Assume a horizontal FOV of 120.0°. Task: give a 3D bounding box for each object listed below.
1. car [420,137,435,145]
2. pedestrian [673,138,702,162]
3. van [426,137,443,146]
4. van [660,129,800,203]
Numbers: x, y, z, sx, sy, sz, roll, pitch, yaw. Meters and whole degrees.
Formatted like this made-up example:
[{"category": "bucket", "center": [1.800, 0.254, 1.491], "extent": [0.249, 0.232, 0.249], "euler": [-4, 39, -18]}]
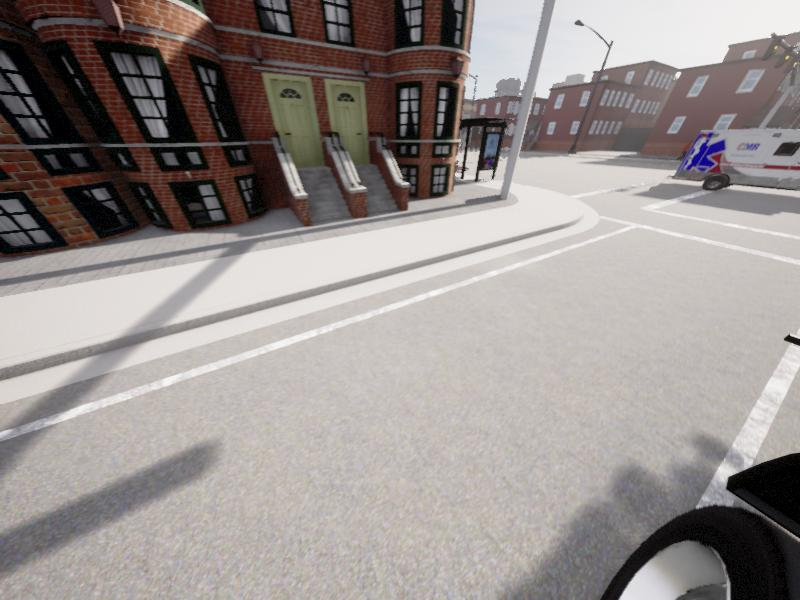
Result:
[{"category": "car", "center": [7.987, -45.928, 66.834], "extent": [3.866, 1.878, 1.905], "euler": [-18, 39, -23]}, {"category": "pedestrian", "center": [26.837, -14.017, 21.591], "extent": [0.751, 1.860, 0.751], "euler": [-17, 39, -22]}, {"category": "van", "center": [9.515, -44.140, 64.231], "extent": [4.442, 1.987, 1.775], "euler": [-18, 39, -23]}, {"category": "van", "center": [16.670, -5.901, 10.027], "extent": [2.351, 2.431, 6.366], "euler": [-18, 39, -23]}]
